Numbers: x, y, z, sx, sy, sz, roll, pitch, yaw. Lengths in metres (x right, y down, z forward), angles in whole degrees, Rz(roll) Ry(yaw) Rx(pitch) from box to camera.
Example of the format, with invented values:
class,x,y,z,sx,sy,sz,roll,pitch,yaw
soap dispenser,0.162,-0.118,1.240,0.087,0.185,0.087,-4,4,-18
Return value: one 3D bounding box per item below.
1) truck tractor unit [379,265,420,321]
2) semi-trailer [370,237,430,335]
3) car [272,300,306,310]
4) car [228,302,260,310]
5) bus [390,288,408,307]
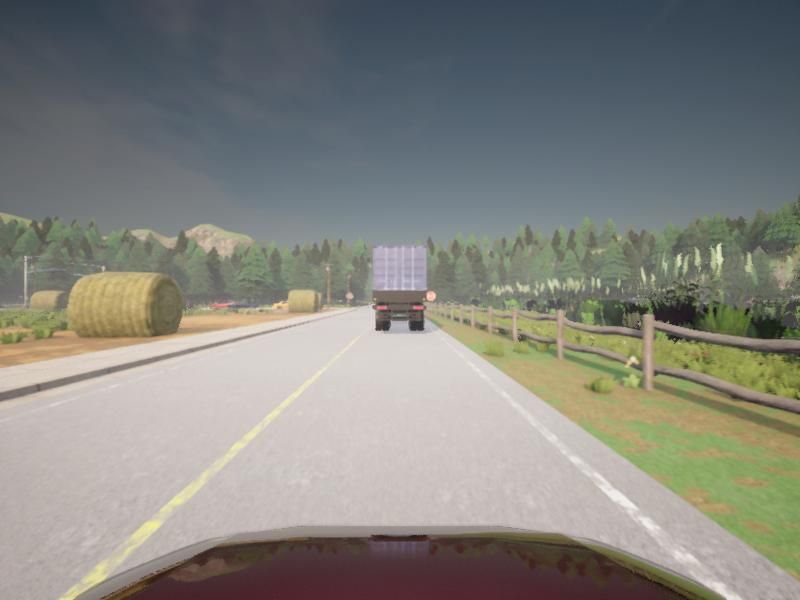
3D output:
class,x,y,z,sx,sy,sz,roll,pitch,yaw
truck tractor unit,-0.024,-0.515,33.114,3.053,4.208,6.516,0,0,0
semi-trailer,-0.015,-0.627,25.191,2.717,4.402,14.254,0,0,0
car,-18.556,0.815,67.032,5.366,1.575,1.801,0,0,-3
car,-25.971,0.957,66.664,4.718,1.301,1.895,0,0,-3
bus,-0.331,-0.555,95.055,3.944,4.253,10.273,0,1,-1
